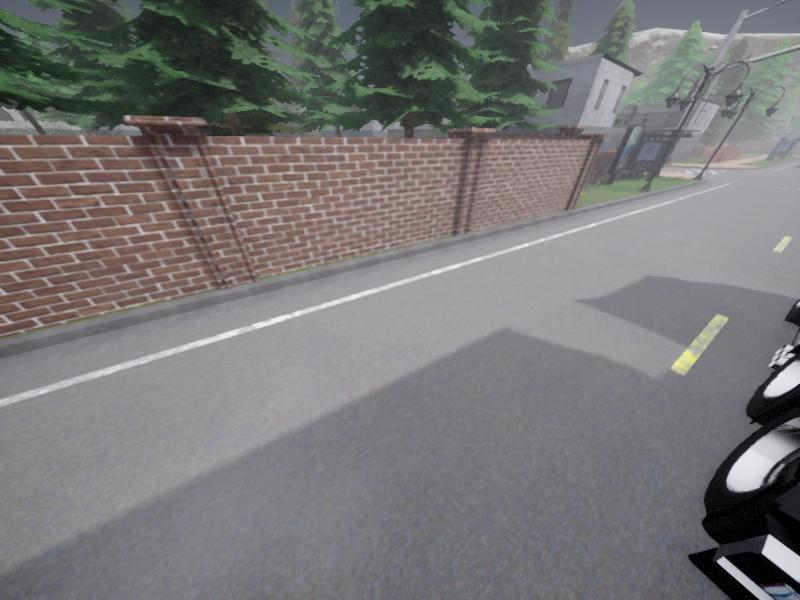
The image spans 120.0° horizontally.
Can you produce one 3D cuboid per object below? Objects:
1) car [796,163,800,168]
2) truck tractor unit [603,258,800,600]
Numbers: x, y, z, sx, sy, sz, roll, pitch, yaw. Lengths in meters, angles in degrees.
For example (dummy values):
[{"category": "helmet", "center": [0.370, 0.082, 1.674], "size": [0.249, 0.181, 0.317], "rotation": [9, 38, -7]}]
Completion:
[{"category": "car", "center": [46.339, -15.616, 25.132], "size": [5.566, 2.045, 2.150], "rotation": [-19, 39, -25]}, {"category": "truck tractor unit", "center": [5.103, -0.306, 0.803], "size": [6.516, 4.208, 3.053], "rotation": [-18, 39, -25]}]
